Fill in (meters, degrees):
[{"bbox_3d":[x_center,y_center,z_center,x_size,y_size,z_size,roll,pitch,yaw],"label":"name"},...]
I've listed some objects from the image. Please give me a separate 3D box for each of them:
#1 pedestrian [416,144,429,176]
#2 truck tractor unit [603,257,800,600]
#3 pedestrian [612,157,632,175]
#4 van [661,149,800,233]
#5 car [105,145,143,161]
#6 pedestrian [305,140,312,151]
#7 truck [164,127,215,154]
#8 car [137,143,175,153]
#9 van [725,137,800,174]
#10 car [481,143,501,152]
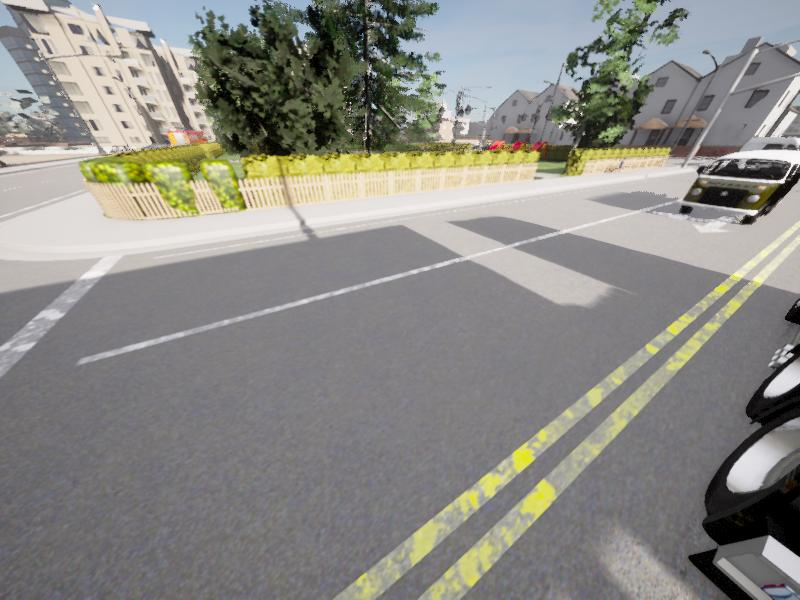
[{"bbox_3d":[1.566,-9.824,16.209,0.751,1.860,0.751,3,35,3],"label":"pedestrian"},{"bbox_3d":[5.098,-0.313,0.802,6.516,4.208,3.053,-19,39,-25],"label":"truck tractor unit"},{"bbox_3d":[16.479,-9.949,17.170,0.500,1.100,0.500,-16,38,-22],"label":"pedestrian"},{"bbox_3d":[12.106,-4.029,8.106,4.480,2.038,2.069,-18,39,-24],"label":"van"},{"bbox_3d":[-33.740,-18.097,28.382,1.789,1.549,3.705,-18,39,-24],"label":"car"},{"bbox_3d":[-19.274,-32.494,48.621,0.751,1.860,0.751,-17,38,-23],"label":"pedestrian"},{"bbox_3d":[-38.928,-29.774,43.224,2.891,3.827,8.468,-9,35,-11],"label":"truck"},{"bbox_3d":[-48.432,-30.308,46.032,4.792,1.488,2.163,-19,39,-22],"label":"car"},{"bbox_3d":[35.031,-13.302,21.186,1.988,2.561,5.915,6,35,5],"label":"van"},{"bbox_3d":[21.111,-35.368,53.607,1.851,1.617,3.988,-17,39,-24],"label":"car"}]
